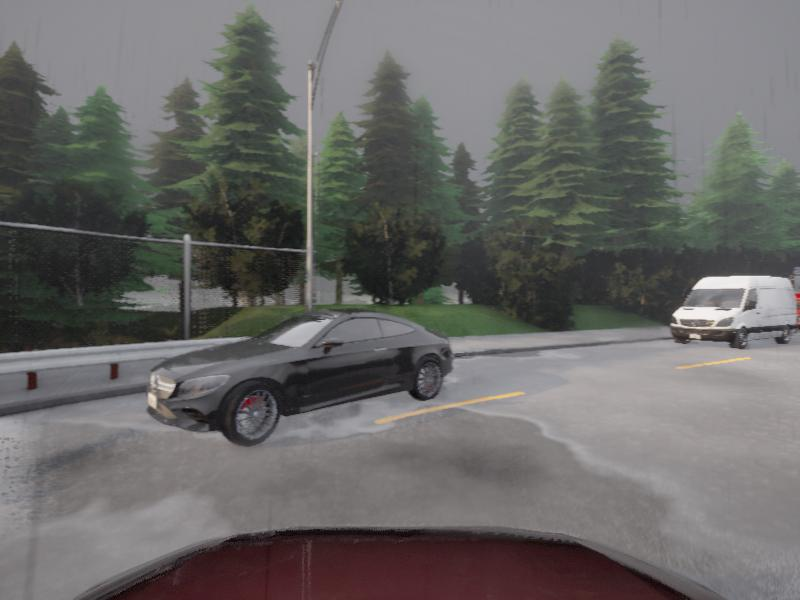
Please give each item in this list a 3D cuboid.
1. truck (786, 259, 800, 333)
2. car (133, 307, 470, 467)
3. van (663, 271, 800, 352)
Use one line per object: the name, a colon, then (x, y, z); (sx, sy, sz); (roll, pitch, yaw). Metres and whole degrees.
truck: (24.703, -0.199, 21.853); (8.468, 3.827, 2.891); (0, 0, -29)
car: (-1.073, 0.863, 6.057); (4.674, 1.442, 1.812); (0, 0, -44)
van: (12.618, 0.384, 15.078); (5.915, 2.561, 1.988); (1, 0, -29)
